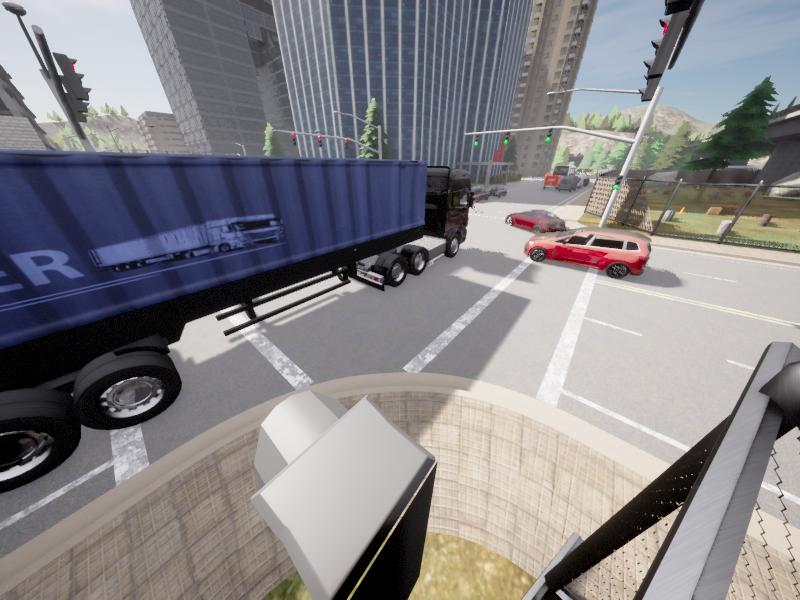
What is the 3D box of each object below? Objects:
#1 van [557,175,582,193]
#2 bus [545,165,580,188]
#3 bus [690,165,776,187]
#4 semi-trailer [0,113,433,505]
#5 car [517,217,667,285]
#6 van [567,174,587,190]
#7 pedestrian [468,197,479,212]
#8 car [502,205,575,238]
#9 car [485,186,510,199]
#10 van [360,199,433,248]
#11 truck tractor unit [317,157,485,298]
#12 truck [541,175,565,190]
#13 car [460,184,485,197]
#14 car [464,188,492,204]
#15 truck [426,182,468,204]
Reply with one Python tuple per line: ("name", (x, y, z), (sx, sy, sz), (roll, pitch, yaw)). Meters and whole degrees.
("van", (30.940, -21.257, 42.174), (1.988, 2.561, 5.915), (25, 39, 37))
("bus", (36.990, -28.217, 52.516), (3.944, 4.253, 10.273), (23, 37, 34))
("bus", (78.373, -29.615, 55.040), (10.273, 4.253, 3.944), (23, 37, 34))
("semi-trailer", (-4.549, -0.698, 4.694), (2.717, 4.402, 14.254), (23, 37, 34))
("car", (8.359, -2.468, 10.590), (4.611, 1.667, 2.242), (23, 37, 33))
("van", (36.526, -24.377, 47.580), (1.988, 2.561, 5.915), (23, 37, 34))
("pedestrian", (7.323, -9.499, 23.009), (0.751, 1.300, 0.751), (10, 32, 17))
("car", (9.652, -5.780, 16.596), (1.994, 1.385, 4.181), (-8, 31, -14))
("car", (14.654, -16.286, 34.735), (1.994, 1.385, 4.181), (22, 37, 33))
("van", (-0.053, -5.040, 14.637), (2.069, 2.038, 4.480), (23, 37, 34))
("truck tractor unit", (0.524, -3.628, 10.009), (3.053, 4.208, 6.516), (23, 37, 34))
("truck", (30.920, -23.734, 46.528), (2.627, 2.467, 5.204), (23, 37, 34))
("car", (11.378, -17.082, 36.037), (1.812, 1.442, 4.674), (23, 37, 34))
("car", (10.164, -13.647, 30.058), (1.816, 1.474, 4.193), (23, 37, 34))
("truck", (6.327, -14.354, 30.659), (2.390, 2.098, 6.274), (23, 37, 34))
